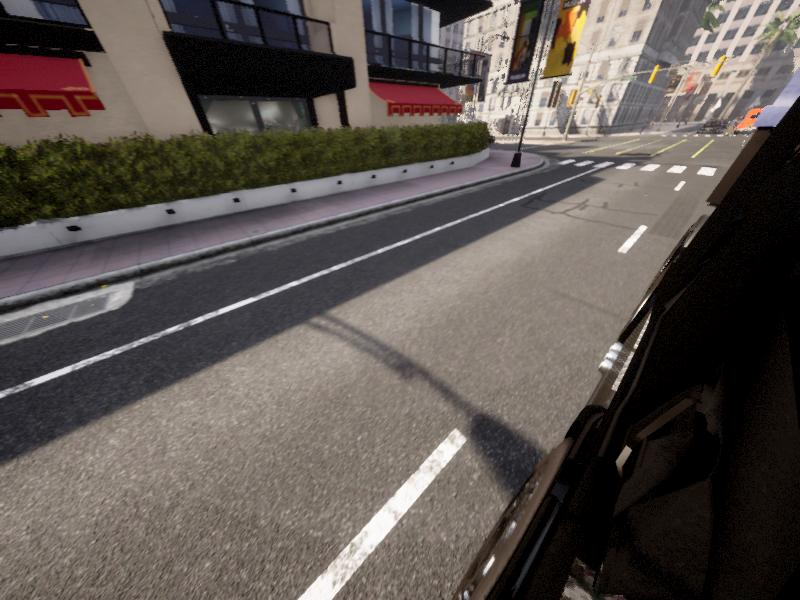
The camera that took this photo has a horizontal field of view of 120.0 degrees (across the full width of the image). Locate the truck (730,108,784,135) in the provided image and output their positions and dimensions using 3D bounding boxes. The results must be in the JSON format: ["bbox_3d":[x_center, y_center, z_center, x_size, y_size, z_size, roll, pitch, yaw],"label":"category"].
[{"bbox_3d":[44.499,-22.338,28.939,5.204,2.467,2.627,-28,44,-31],"label":"truck"}]

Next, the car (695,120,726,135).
[{"bbox_3d":[42.524,-23.652,31.590,4.892,1.490,1.837,-29,44,-31],"label":"car"}]

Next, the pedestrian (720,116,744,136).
[{"bbox_3d":[39.310,-20.588,27.342,0.751,1.860,0.751,-25,43,-27],"label":"pedestrian"}]

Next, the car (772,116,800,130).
[{"bbox_3d":[58.556,-26.776,34.922,4.193,1.474,1.816,-28,44,-30],"label":"car"}]

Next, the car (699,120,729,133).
[{"bbox_3d":[47.993,-26.583,35.283,5.357,1.411,2.033,-29,44,-30],"label":"car"}]

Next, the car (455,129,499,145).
[{"bbox_3d":[9.812,-21.045,29.802,2.038,1.542,4.974,-28,44,-30],"label":"car"}]

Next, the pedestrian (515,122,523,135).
[{"bbox_3d":[22.493,-32.407,43.671,0.751,1.860,0.751,-27,43,-29],"label":"pedestrian"}]

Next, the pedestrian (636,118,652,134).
[{"bbox_3d":[34.338,-24.453,32.484,0.751,1.860,0.751,-30,45,-32],"label":"pedestrian"}]

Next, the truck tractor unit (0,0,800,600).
[{"bbox_3d":[2.645,-0.295,0.351,6.516,4.208,3.053,-28,44,-30],"label":"truck tractor unit"}]

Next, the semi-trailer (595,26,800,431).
[{"bbox_3d":[8.828,-3.495,4.122,14.254,4.402,2.717,-26,43,-29],"label":"semi-trailer"}]

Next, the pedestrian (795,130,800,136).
[{"bbox_3d":[43.365,-18.506,24.364,0.751,1.860,0.751,30,47,35],"label":"pedestrian"}]
